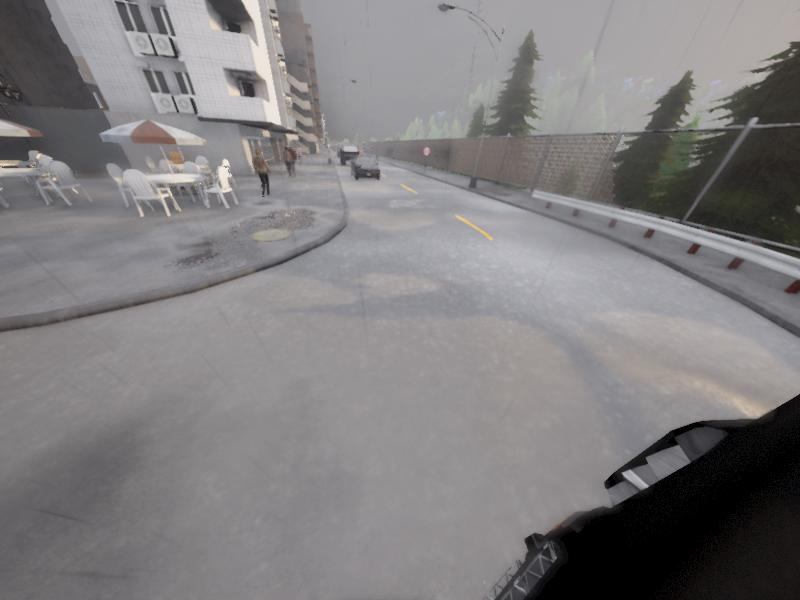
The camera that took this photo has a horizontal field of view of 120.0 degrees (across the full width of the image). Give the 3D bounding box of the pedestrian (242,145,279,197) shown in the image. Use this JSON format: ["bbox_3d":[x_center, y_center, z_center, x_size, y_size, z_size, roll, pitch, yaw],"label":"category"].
[{"bbox_3d":[-5.857,-5.445,9.834,0.751,1.860,0.751,-5,34,-12],"label":"pedestrian"}]

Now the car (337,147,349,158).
[{"bbox_3d":[-11.457,-29.297,45.898,1.930,1.638,5.238,-6,35,-13],"label":"car"}]

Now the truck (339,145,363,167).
[{"bbox_3d":[-6.364,-18.439,29.464,2.390,2.098,6.274,-6,34,-13],"label":"truck"}]

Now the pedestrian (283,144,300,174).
[{"bbox_3d":[-8.320,-10.811,17.753,0.751,1.860,0.751,-13,37,-23],"label":"pedestrian"}]

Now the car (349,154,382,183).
[{"bbox_3d":[-2.787,-10.399,18.096,1.882,1.535,5.008,-6,35,-13],"label":"car"}]

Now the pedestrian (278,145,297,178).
[{"bbox_3d":[-7.561,-9.327,15.571,0.751,1.860,0.751,-13,37,-22],"label":"pedestrian"}]

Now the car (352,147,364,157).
[{"bbox_3d":[-9.761,-34.498,53.760,2.097,1.767,4.553,-6,34,-13],"label":"car"}]

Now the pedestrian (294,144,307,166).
[{"bbox_3d":[-10.156,-14.737,23.546,0.751,1.860,0.751,-15,38,-25],"label":"pedestrian"}]
